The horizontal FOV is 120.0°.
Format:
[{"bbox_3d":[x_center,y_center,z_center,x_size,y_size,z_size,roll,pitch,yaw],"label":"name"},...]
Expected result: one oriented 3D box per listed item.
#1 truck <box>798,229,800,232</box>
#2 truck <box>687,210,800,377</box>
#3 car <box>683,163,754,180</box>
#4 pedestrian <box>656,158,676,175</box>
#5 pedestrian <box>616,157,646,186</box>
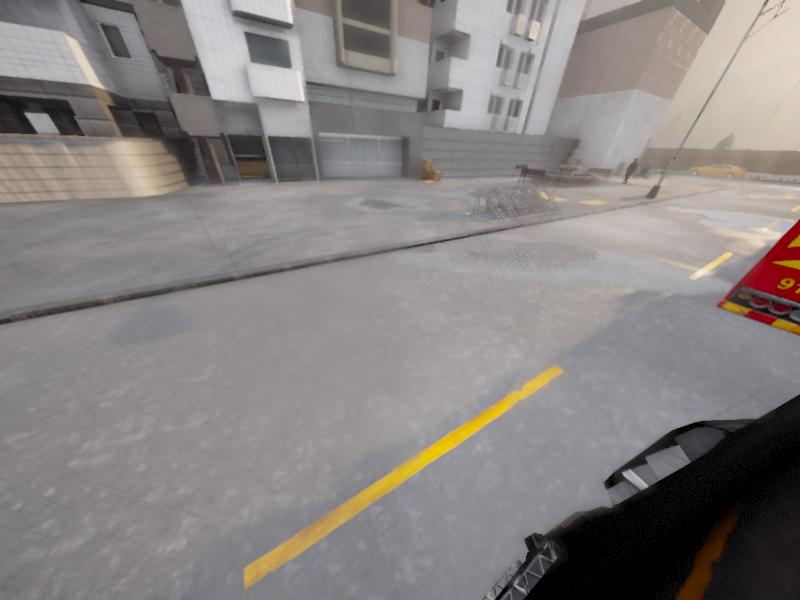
[{"bbox_3d":[17.610,-3.561,8.016,5.204,2.467,2.627,-16,38,-26],"label":"truck"},{"bbox_3d":[8.759,-1.513,3.205,8.468,3.827,2.891,-16,38,-26],"label":"truck"},{"bbox_3d":[40.660,-16.575,29.667,1.882,1.535,5.008,-16,38,-26],"label":"car"},{"bbox_3d":[35.686,-17.866,30.956,0.751,1.860,0.751,-5,34,-10],"label":"pedestrian"},{"bbox_3d":[17.904,-9.970,17.935,0.751,1.860,0.751,-18,39,-28],"label":"pedestrian"}]
